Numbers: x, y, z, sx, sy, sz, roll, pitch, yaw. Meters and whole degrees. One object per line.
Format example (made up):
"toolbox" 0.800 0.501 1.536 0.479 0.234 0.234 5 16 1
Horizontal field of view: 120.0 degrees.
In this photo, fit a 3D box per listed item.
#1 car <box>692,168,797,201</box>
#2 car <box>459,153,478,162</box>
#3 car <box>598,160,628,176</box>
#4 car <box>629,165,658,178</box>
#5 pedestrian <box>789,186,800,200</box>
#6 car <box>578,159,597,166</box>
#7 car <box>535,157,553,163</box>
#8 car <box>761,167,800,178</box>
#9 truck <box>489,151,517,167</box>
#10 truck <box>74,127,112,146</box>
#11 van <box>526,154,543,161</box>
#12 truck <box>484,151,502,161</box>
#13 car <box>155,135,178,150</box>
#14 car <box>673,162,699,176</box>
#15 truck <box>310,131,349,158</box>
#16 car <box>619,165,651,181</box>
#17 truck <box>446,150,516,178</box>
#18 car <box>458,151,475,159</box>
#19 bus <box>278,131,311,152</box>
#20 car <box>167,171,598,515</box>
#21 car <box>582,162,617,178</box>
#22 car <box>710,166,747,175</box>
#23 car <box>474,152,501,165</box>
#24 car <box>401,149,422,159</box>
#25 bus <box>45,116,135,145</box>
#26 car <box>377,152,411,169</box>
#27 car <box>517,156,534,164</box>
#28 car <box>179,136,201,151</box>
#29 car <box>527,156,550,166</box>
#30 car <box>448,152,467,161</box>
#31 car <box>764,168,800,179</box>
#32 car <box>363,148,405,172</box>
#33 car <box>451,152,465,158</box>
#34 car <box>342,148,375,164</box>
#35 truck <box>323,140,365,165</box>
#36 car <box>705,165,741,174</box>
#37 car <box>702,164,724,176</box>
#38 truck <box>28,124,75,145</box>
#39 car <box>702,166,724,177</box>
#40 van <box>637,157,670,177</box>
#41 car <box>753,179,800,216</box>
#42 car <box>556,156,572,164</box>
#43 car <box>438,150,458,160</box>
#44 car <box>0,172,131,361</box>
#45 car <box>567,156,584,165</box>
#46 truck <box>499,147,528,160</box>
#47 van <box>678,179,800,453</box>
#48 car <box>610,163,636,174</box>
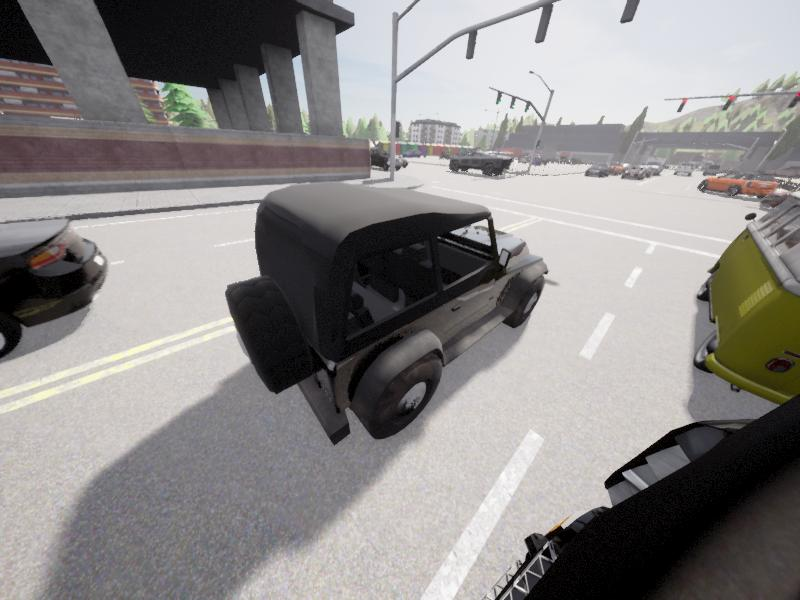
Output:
"car" 26.776 -9.277 18.339 2.097 1.767 4.553 12 34 13
"car" 14.792 -30.848 50.041 3.806 1.475 1.970 -24 42 -35
"car" 32.225 -19.959 34.877 4.553 1.767 2.097 -24 42 -35
"car" 35.226 -18.566 33.390 4.181 1.385 1.994 -24 42 -35
"pedestrian" 29.400 -8.105 16.403 0.751 1.860 0.751 18 36 21
"car" 57.005 -41.862 70.151 1.970 1.475 3.806 -24 42 -34
"car" 38.213 -37.159 61.332 5.357 1.415 2.033 -24 42 -35
"car" 88.950 -29.736 53.871 1.932 1.855 4.605 -25 42 -35
"truck" 17.531 -23.965 39.264 4.478 2.038 2.069 -24 42 -35
"truck" -51.751 -27.613 39.104 2.615 2.467 5.204 -24 42 -35
"van" 48.287 -51.238 83.038 2.069 2.038 4.480 -23 41 -33
"truck" 24.208 -37.500 60.178 4.478 2.038 2.069 -24 42 -35
"car" -37.489 -25.264 37.123 1.905 1.878 3.866 -24 42 -35
"car" 52.511 -24.088 42.428 5.566 2.045 2.150 -24 42 -35
"truck" -13.338 -29.262 43.484 2.891 3.827 8.468 -25 42 -35
"car" 29.844 -16.170 29.268 3.806 1.475 1.970 -24 42 -35
"truck" 8.222 -14.358 24.232 2.390 2.098 6.274 -25 42 -35
"car" 18.748 -41.007 65.220 4.605 1.855 1.932 -24 42 -35
"bus" -27.835 -41.784 60.860 3.944 4.253 10.273 -25 42 -35
"car" 0.275 -0.347 2.785 3.866 1.878 1.905 -24 42 -35
"car" 26.359 -17.231 30.469 4.856 1.649 2.033 -24 42 -35
"car" 84.056 -33.357 59.263 1.882 1.535 5.008 -7 35 -15
"car" 15.567 -25.133 41.046 4.605 1.855 1.932 -24 42 -35
"car" 2.691 -33.626 53.175 4.611 1.667 2.242 -24 42 -35
"bus" -65.297 -36.021 49.413 10.273 4.253 3.944 -24 42 -35
"car" -0.825 -17.112 28.251 1.816 1.474 4.193 -25 42 -35
"car" 29.937 -33.422 55.077 3.806 1.475 1.970 -24 42 -35
"car" -35.282 -26.260 38.792 1.905 1.878 3.866 -24 42 -35
"car" 28.811 -28.838 47.950 4.611 1.667 2.242 -24 42 -35
"car" 12.887 -32.145 51.793 3.905 1.438 1.784 -24 42 -35
"car" 86.485 -28.345 51.794 2.033 1.649 4.856 -25 42 -35
"car" -1.824 -15.028 24.672 1.932 1.855 4.605 -25 42 -35
"car" 16.880 -42.125 67.143 3.905 1.438 1.784 -24 42 -35
"car" -5.933 -20.540 32.877 1.930 1.638 5.238 -25 42 -35
"truck" -7.123 -18.768 29.364 2.627 2.467 5.204 -25 42 -35
"car" 80.224 -32.433 57.529 2.038 1.542 4.974 -25 42 -35
"car" 63.704 -26.521 47.103 3.866 1.878 1.905 -24 42 -35
"truck" -54.986 -26.154 36.657 2.615 2.467 5.204 -24 42 -35
"car" 58.512 -24.044 43.245 3.633 1.501 1.845 -24 42 -35
"van" 41.806 -21.981 38.084 6.366 2.431 2.351 -24 42 -35
"car" 22.511 -4.886 11.579 1.882 1.535 5.008 -25 42 -35
"car" 44.850 -38.339 63.195 3.866 1.878 1.905 -24 42 -35
"car" 11.091 -33.480 53.289 4.605 1.855 1.932 -24 42 -35
"car" -6.284 0.147 1.766 5.238 1.638 1.930 -25 42 -34
"car" 46.716 -37.053 61.393 4.605 1.855 1.932 -24 42 -35
"truck" 41.489 -53.741 84.665 2.891 3.827 8.468 -23 41 -33
"van" 5.428 -0.142 2.783 4.442 1.987 1.775 -24 42 -35
"car" 37.944 -22.425 39.315 4.792 1.488 2.163 -24 42 -35
